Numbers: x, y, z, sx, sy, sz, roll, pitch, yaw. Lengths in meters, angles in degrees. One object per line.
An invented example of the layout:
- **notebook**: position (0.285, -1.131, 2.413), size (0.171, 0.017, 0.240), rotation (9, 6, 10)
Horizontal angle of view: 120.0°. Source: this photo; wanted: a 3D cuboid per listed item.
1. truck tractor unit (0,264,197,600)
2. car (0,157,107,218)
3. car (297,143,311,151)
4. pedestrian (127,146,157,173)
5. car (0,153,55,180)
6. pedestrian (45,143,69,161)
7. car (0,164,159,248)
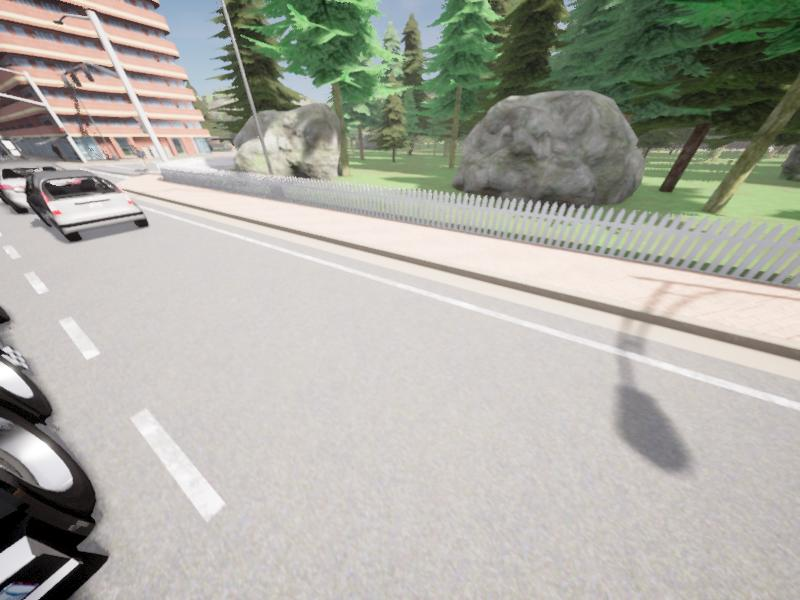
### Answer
- **truck tractor unit**: position (-5.120, -0.288, 0.790), size (6.516, 4.208, 3.053), rotation (18, 39, 24)
- **car**: position (-15.222, -4.900, 9.685), size (4.611, 1.667, 2.242), rotation (19, 39, 25)
- **car**: position (-24.275, -38.737, 58.447), size (1.816, 1.474, 4.193), rotation (-23, 41, -29)
- **pedestrian**: position (-21.246, -11.607, 19.065), size (0.751, 1.860, 0.751), rotation (20, 40, 27)
- **car**: position (-29.494, -9.552, 16.582), size (4.892, 1.490, 1.837), rotation (-15, 38, -20)
- **pedestrian**: position (-43.731, -18.872, 29.486), size (0.751, 1.860, 0.751), rotation (16, 38, 21)
- **car**: position (-9.851, -3.064, 7.065), size (3.988, 1.617, 1.851), rotation (18, 39, 25)
